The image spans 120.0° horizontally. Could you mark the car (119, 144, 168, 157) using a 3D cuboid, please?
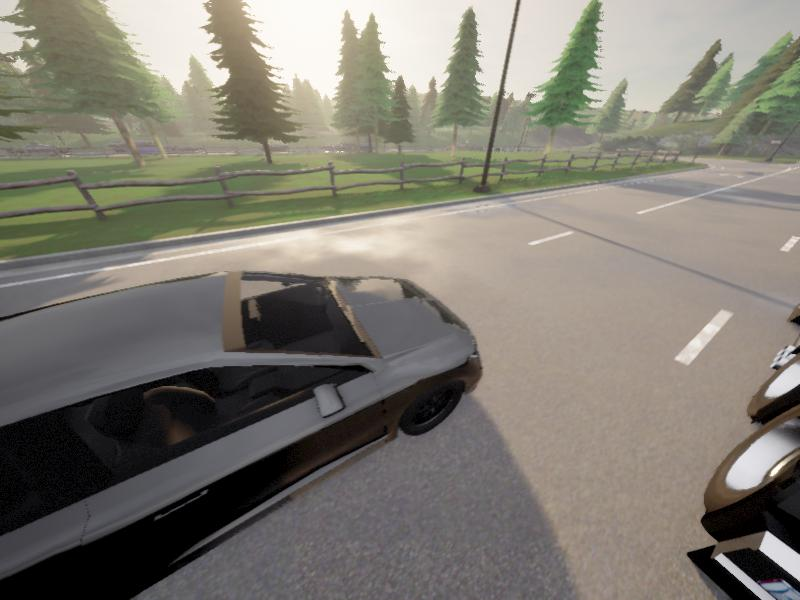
[{"bbox_3d":[-38.839,-22.870,35.187,4.514,1.525,2.007,-18,39,-24],"label":"car"}]

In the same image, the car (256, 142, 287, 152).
[{"bbox_3d":[-26.429,-31.519,47.665,5.238,1.638,1.930,-18,39,-24],"label":"car"}]

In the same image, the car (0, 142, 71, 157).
[{"bbox_3d":[-51.311,-21.200,32.550,5.238,1.638,1.930,-18,39,-24],"label":"car"}]

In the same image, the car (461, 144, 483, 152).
[{"bbox_3d":[18.777,-39.746,60.248,5.027,1.651,2.152,1,35,1],"label":"car"}]

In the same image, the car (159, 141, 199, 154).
[{"bbox_3d":[-39.483,-27.410,41.406,4.605,1.855,1.932,-18,39,-24],"label":"car"}]

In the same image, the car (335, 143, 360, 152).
[{"bbox_3d":[-11.601,-33.949,51.416,4.974,1.542,2.038,-18,39,-24],"label":"car"}]

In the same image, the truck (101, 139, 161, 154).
[{"bbox_3d":[-47.354,-27.267,40.922,6.274,2.098,2.390,-18,39,-24],"label":"truck"}]

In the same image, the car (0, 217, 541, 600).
[{"bbox_3d":[-1.258,0.592,1.862,4.193,1.474,1.816,-18,39,-24],"label":"car"}]

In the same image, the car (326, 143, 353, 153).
[{"bbox_3d":[-12.436,-31.418,47.678,4.856,1.649,2.033,-18,39,-24],"label":"car"}]

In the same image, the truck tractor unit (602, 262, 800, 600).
[{"bbox_3d":[5.111,-0.297,0.797,6.516,4.208,3.053,-18,39,-24],"label":"truck tractor unit"}]

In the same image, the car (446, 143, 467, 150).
[{"bbox_3d":[15.557,-42.661,64.231,5.366,1.575,1.801,3,35,3],"label":"car"}]
